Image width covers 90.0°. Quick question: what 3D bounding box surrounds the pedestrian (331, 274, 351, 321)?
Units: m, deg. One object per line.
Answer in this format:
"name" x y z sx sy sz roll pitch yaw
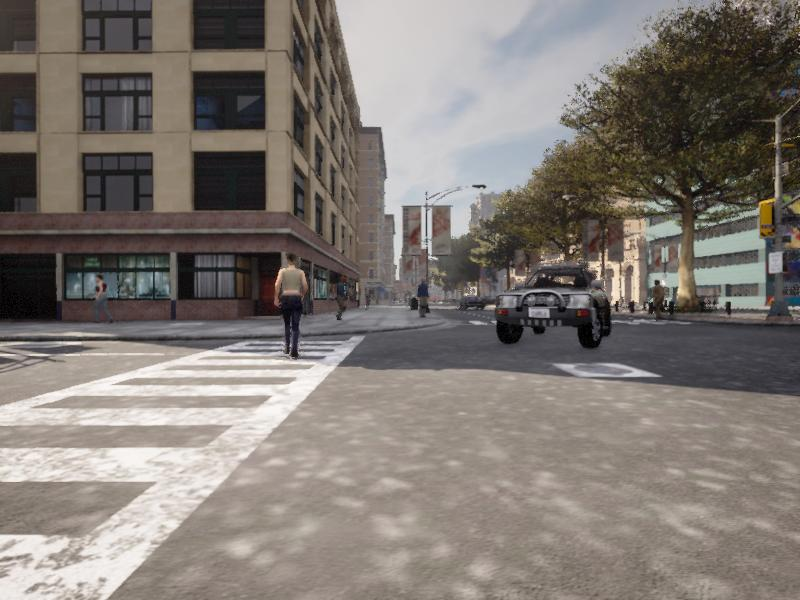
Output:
"pedestrian" -2.382 -0.098 16.031 0.751 1.860 0.751 0 0 -11

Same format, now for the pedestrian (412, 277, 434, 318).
"pedestrian" 1.057 -0.116 18.419 0.751 1.860 0.751 0 0 -20

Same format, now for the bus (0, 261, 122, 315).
"bus" -31.246 -0.970 36.988 3.944 4.253 10.273 0 0 0

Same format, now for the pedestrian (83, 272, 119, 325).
"pedestrian" -10.896 -0.055 14.600 0.751 1.860 0.751 0 0 -1

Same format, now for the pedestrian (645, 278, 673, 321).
"pedestrian" 11.514 -0.017 17.799 0.751 1.860 0.751 0 0 1

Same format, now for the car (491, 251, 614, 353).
"car" 3.933 0.037 9.727 1.932 1.855 4.605 0 0 32

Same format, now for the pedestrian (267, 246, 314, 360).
"pedestrian" -1.899 0.051 6.995 0.751 1.860 0.751 0 0 -13

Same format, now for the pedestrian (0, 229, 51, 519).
"pedestrian" -2.213 0.333 1.775 0.751 1.300 0.751 0 0 25

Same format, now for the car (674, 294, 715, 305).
"car" 41.352 -0.051 56.326 2.161 1.482 4.786 0 0 0

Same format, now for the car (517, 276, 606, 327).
"car" 6.291 0.067 16.270 2.097 1.767 4.553 0 0 5

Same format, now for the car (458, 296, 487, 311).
"car" 6.862 0.313 38.231 1.895 1.301 4.718 0 0 1

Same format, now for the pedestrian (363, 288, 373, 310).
"pedestrian" -2.743 -0.097 34.361 0.751 1.860 0.751 0 0 5
